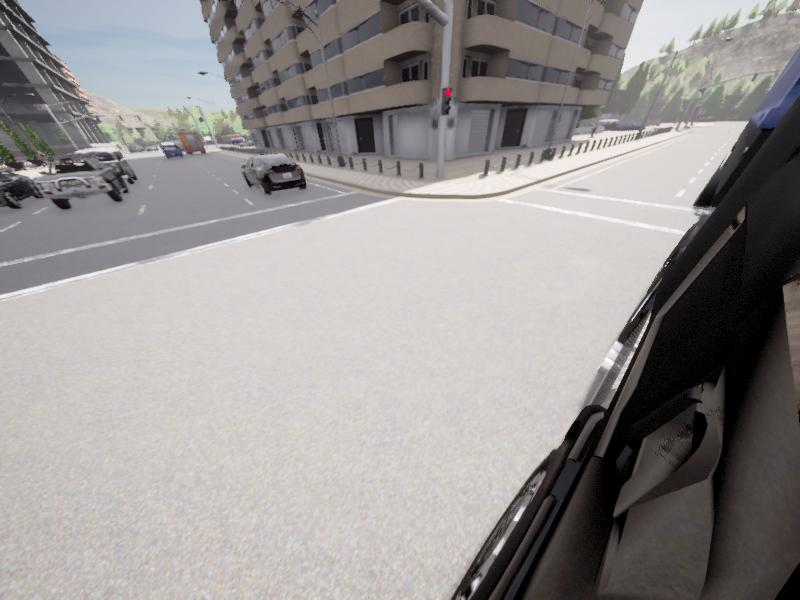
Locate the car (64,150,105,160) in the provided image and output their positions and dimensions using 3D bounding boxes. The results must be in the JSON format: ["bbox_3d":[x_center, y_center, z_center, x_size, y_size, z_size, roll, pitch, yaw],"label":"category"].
[{"bbox_3d":[-64.304,-29.637,47.157,4.674,1.442,1.812,-28,43,-30],"label":"car"}]

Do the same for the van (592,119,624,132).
[{"bbox_3d":[45.261,-38.047,50.431,2.069,2.038,4.480,-28,43,-30],"label":"van"}]

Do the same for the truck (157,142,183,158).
[{"bbox_3d":[-40.197,-26.373,40.417,2.390,2.098,6.274,-28,43,-30],"label":"truck"}]

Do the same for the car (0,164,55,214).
[{"bbox_3d":[-18.807,-5.056,10.546,2.128,1.511,4.902,-28,43,-30],"label":"car"}]

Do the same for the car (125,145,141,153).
[{"bbox_3d":[-73.213,-41.496,63.421,2.097,1.767,4.553,-28,43,-30],"label":"car"}]

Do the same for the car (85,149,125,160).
[{"bbox_3d":[-59.470,-29.448,46.684,4.718,1.301,1.895,-28,43,-30],"label":"car"}]

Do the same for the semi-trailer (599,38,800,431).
[{"bbox_3d":[8.679,-3.593,4.282,14.254,4.402,2.717,-28,43,-30],"label":"semi-trailer"}]

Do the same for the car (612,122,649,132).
[{"bbox_3d":[45.605,-34.310,45.847,1.812,1.442,4.674,-27,43,-29],"label":"car"}]

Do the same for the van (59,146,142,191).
[{"bbox_3d":[-19.028,-8.667,15.007,2.069,2.038,4.480,-28,43,-30],"label":"van"}]

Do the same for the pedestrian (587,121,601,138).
[{"bbox_3d":[26.974,-23.681,32.088,0.751,1.860,0.751,26,45,33],"label":"pedestrian"}]

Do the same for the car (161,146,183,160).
[{"bbox_3d":[-35.196,-22.754,35.639,1.882,1.535,5.008,-28,43,-30],"label":"car"}]

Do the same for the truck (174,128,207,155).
[{"bbox_3d":[-39.692,-29.901,43.707,2.891,3.827,8.468,-28,43,-30],"label":"truck"}]

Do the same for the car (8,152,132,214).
[{"bbox_3d":[-14.692,-5.643,10.747,1.932,1.855,4.605,-28,43,-30],"label":"car"}]

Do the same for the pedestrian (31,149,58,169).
[{"bbox_3d":[-42.003,-16.695,27.340,0.751,1.860,0.751,-24,41,-26],"label":"pedestrian"}]

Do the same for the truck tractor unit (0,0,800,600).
[{"bbox_3d":[2.645,-0.295,0.351,6.516,4.208,3.053,-28,44,-30],"label":"truck tractor unit"}]

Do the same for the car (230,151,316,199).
[{"bbox_3d":[-6.442,-6.386,11.514,2.163,1.488,4.792,-29,44,-31],"label":"car"}]
